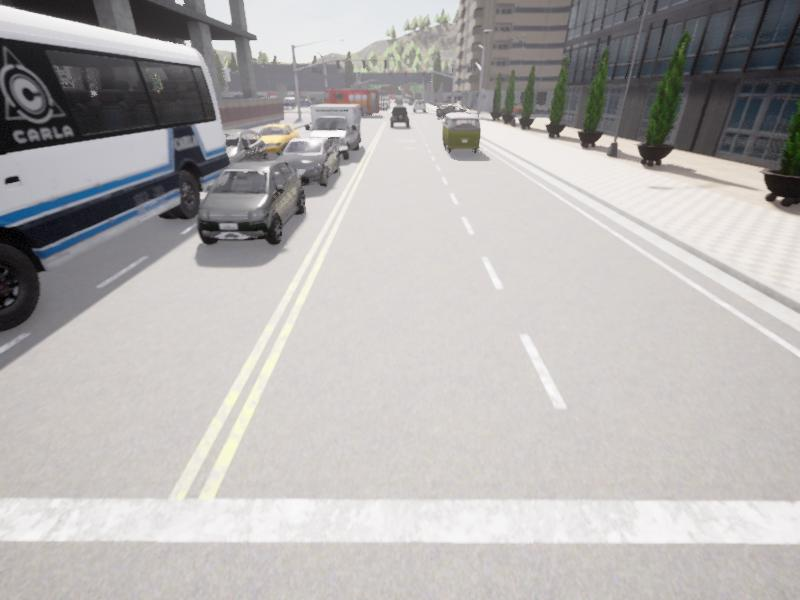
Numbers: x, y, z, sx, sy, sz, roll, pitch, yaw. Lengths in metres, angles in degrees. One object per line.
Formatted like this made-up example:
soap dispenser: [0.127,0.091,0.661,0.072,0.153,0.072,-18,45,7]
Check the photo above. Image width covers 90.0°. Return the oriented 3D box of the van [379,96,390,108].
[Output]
van: [-3.528,-45.477,91.873,2.351,2.431,6.366,0,27,0]

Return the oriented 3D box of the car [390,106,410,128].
car: [-0.011,-18.342,40.006,1.905,1.878,3.866,0,27,0]

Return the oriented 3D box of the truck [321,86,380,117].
truck: [-7.234,-28.995,58.393,8.468,3.827,2.891,16,31,28]

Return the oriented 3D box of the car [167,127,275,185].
car: [-7.006,-6.021,16.375,2.242,1.667,4.611,0,27,0]

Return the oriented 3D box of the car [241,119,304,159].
car: [-7.008,-9.233,22.685,1.801,1.575,5.366,0,27,0]

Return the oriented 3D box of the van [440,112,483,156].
van: [3.492,-9.812,23.424,1.775,1.987,4.442,0,27,0]

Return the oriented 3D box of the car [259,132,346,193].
car: [-3.504,-5.456,15.476,2.128,1.511,4.902,0,27,0]

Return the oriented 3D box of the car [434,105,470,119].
car: [7.002,-25.188,53.601,4.514,1.525,2.007,-17,31,-29]

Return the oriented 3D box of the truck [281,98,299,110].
truck: [-21.165,-37.760,76.907,2.069,2.038,4.478,0,27,0]

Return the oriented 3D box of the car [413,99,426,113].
car: [3.479,-35.002,72.088,2.150,2.045,5.566,0,27,0]

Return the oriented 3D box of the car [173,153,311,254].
car: [-3.504,-2.523,9.757,1.789,1.549,3.705,0,27,0]

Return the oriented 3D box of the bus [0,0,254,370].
bus: [-6.879,-3.096,7.908,3.944,4.253,10.273,0,27,0]

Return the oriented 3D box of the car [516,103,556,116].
car: [20.688,-28.955,60.806,5.238,1.638,1.930,0,27,0]

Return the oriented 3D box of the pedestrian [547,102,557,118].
pedestrian: [19.331,-24.089,50.762,0.751,1.860,0.751,4,28,8]

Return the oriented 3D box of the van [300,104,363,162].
van: [-3.508,-9.355,22.019,2.351,2.431,6.366,0,27,0]
